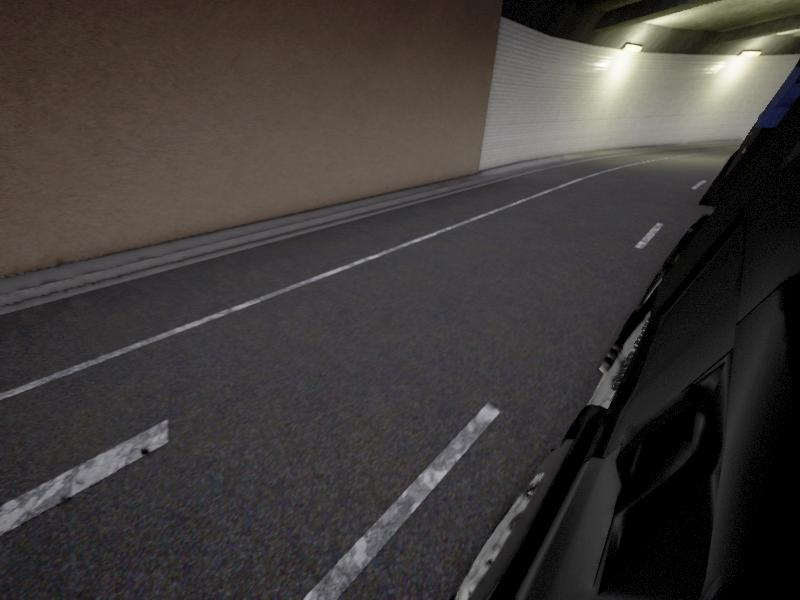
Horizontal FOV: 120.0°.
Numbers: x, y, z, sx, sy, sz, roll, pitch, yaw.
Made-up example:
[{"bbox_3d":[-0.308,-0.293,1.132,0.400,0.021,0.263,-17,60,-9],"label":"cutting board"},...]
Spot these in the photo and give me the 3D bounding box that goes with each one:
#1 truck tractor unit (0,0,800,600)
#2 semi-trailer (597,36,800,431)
[{"bbox_3d":[2.645,-0.295,0.352,6.516,4.208,3.053,-28,44,-30],"label":"truck tractor unit"},{"bbox_3d":[8.724,-3.583,4.209,14.254,4.402,2.717,-28,43,-30],"label":"semi-trailer"}]
